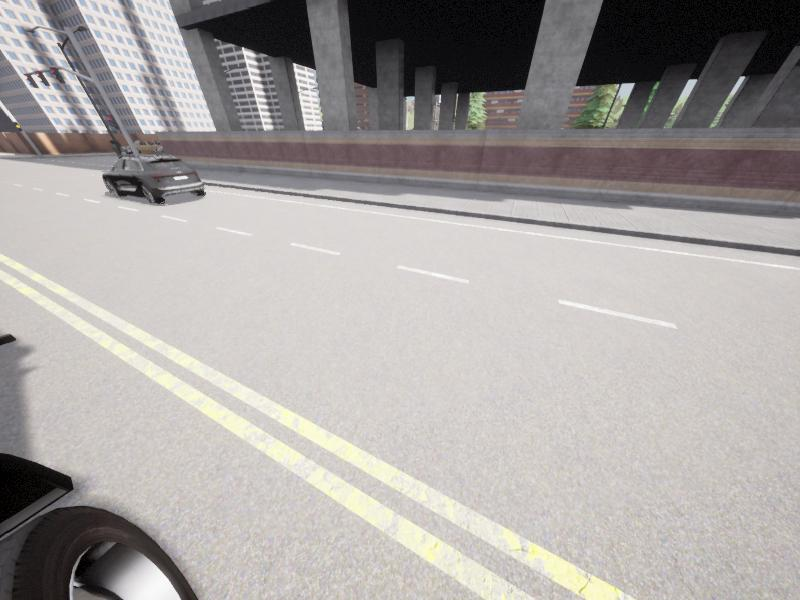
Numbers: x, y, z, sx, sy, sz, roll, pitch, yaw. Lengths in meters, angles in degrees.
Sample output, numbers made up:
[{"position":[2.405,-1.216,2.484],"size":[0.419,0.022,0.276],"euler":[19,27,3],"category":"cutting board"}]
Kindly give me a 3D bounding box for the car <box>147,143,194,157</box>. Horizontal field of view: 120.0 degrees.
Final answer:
[{"position":[-30.689,-20.183,31.024],"size":[1.970,1.475,3.806],"euler":[15,38,20],"category":"car"}]

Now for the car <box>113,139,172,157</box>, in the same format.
[{"position":[-34.404,-20.508,31.115],"size":[1.932,1.855,4.605],"euler":[17,38,22],"category":"car"}]

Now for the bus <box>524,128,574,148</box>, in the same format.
[{"position":[39.903,-43.896,62.584],"size":[10.273,4.253,3.944],"euler":[15,38,20],"category":"bus"}]

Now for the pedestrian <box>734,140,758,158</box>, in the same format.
[{"position":[43.964,-19.234,29.371],"size":[0.751,1.860,0.751],"euler":[22,41,28],"category":"pedestrian"}]

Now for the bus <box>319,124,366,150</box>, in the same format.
[{"position":[-11.871,-35.023,49.732],"size":[3.944,4.253,10.273],"euler":[15,38,20],"category":"bus"}]

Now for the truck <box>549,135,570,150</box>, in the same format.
[{"position":[33.288,-33.054,48.472],"size":[2.615,2.467,5.204],"euler":[15,38,20],"category":"truck"}]

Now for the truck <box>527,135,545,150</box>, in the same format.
[{"position":[29.376,-34.109,49.944],"size":[2.615,2.467,5.204],"euler":[15,38,20],"category":"truck"}]

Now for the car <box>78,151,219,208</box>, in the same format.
[{"position":[-10.780,-5.358,10.016],"size":[4.856,1.649,2.033],"euler":[15,38,20],"category":"car"}]

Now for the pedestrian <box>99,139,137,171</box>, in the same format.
[{"position":[-20.315,-10.482,16.709],"size":[0.751,1.860,0.751],"euler":[-10,36,-14],"category":"pedestrian"}]
